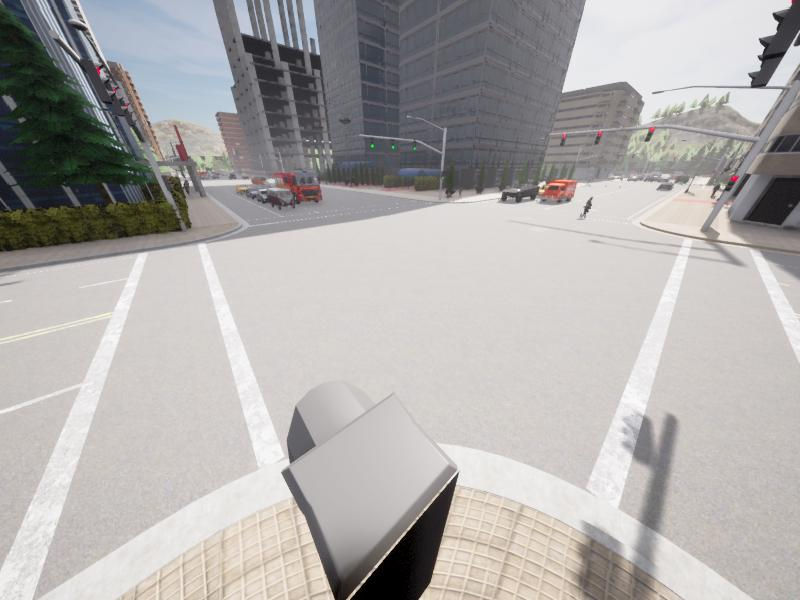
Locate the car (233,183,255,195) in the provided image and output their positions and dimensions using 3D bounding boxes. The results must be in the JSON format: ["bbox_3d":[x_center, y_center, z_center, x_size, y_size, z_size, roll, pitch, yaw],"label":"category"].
[{"bbox_3d":[-26.297,-18.722,38.896,1.882,1.535,5.008,-23,37,-34],"label":"car"}]

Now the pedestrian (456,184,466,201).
[{"bbox_3d":[7.859,-13.958,29.968,0.751,1.860,0.751,-26,39,-38],"label":"pedestrian"}]

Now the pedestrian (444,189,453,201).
[{"bbox_3d":[6.286,-13.544,29.812,0.751,1.300,0.751,-18,35,-29],"label":"pedestrian"}]

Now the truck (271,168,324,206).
[{"bbox_3d":[-13.322,-14.808,29.830,2.891,3.827,8.468,-23,37,-34],"label":"truck"}]

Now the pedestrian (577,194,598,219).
[{"bbox_3d":[16.531,-8.239,20.367,0.751,1.860,0.751,-24,38,-35],"label":"pedestrian"}]

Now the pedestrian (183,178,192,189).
[{"bbox_3d":[-42.070,-23.049,45.713,0.751,1.860,0.751,-21,36,-31],"label":"pedestrian"}]

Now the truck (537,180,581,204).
[{"bbox_3d":[20.639,-14.160,30.062,5.204,2.467,2.627,-23,37,-34],"label":"truck"}]

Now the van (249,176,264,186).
[{"bbox_3d":[-36.030,-30.004,57.984,1.775,1.987,4.442,-23,37,-34],"label":"van"}]

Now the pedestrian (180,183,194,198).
[{"bbox_3d":[-30.288,-15.603,32.818,0.751,1.860,0.751,21,36,32],"label":"pedestrian"}]

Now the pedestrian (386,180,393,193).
[{"bbox_3d":[-1.763,-19.394,39.384,0.751,1.860,0.751,-26,39,-37],"label":"pedestrian"}]

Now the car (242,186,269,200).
[{"bbox_3d":[-21.288,-15.726,33.851,2.033,1.411,5.357,-23,37,-34],"label":"car"}]

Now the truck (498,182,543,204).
[{"bbox_3d":[16.129,-14.403,30.853,6.274,2.098,2.390,-22,37,-33],"label":"truck"}]

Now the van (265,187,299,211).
[{"bbox_3d":[-13.002,-11.136,25.307,1.775,1.987,4.442,-23,37,-34],"label":"van"}]

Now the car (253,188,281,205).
[{"bbox_3d":[-17.092,-13.309,29.581,1.970,1.475,3.806,-23,37,-34],"label":"car"}]

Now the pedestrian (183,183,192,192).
[{"bbox_3d":[-37.582,-19.914,40.845,0.751,1.300,0.751,-22,36,-33],"label":"pedestrian"}]

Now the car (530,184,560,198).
[{"bbox_3d":[22.172,-16.671,35.301,5.366,1.575,1.801,-22,37,-33],"label":"car"}]

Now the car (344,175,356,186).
[{"bbox_3d":[-11.925,-28.857,55.608,2.390,2.098,6.274,-5,30,-9],"label":"car"}]

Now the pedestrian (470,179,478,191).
[{"bbox_3d":[13.575,-21.073,42.263,0.751,1.860,0.751,-16,34,-25],"label":"pedestrian"}]

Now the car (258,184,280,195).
[{"bbox_3d":[-22.751,-19.262,40.000,1.994,1.385,4.181,-23,37,-35],"label":"car"}]
